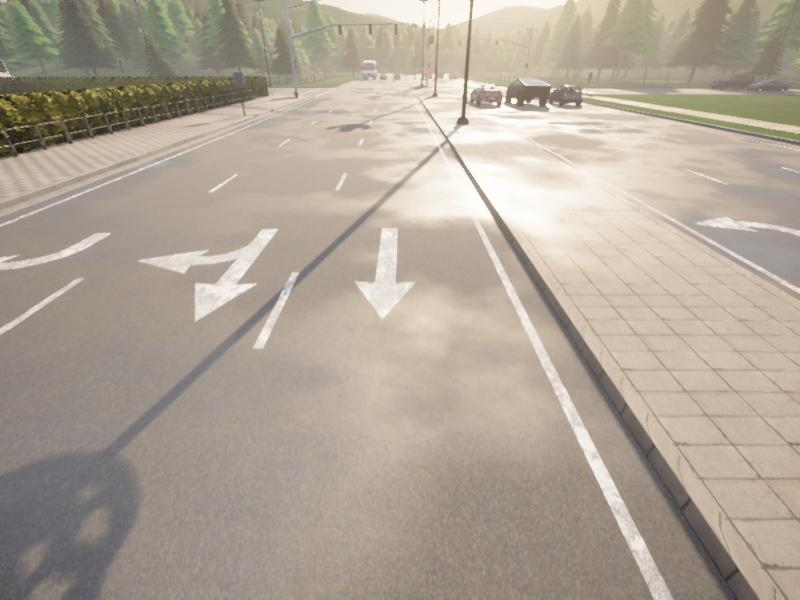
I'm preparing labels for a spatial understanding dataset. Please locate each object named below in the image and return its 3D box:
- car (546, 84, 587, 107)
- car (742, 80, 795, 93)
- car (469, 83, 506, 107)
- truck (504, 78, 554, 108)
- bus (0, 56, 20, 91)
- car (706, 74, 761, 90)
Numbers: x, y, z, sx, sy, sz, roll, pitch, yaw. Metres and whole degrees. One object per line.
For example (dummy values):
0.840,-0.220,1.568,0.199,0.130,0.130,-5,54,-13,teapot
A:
14.810,-18.334,35.778,1.851,1.617,3.988,0,30,0,car
48.287,-28.055,52.517,4.892,1.490,1.837,0,30,0,car
7.804,-18.552,36.134,2.152,1.651,5.027,0,30,0,car
11.309,-18.570,35.694,2.390,2.098,6.274,0,30,0,truck
-61.649,-32.112,56.694,10.273,4.253,3.944,0,30,0,bus
48.617,-31.818,58.424,5.566,2.045,2.150,0,30,0,car
